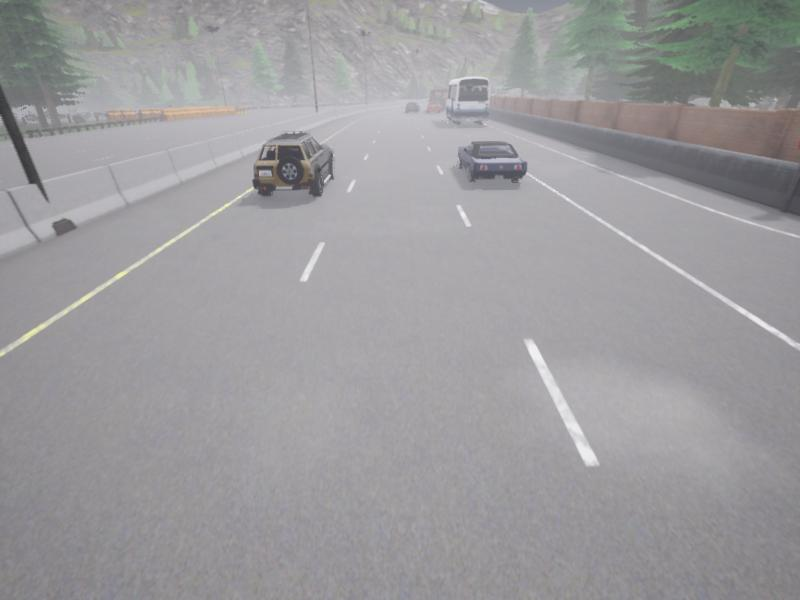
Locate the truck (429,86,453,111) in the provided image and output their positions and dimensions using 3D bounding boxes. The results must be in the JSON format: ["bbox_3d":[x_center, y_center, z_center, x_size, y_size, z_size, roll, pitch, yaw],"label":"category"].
[{"bbox_3d":[7.518,-36.376,72.240,2.891,3.827,8.468,6,28,12],"label":"truck"}]

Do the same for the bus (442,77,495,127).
[{"bbox_3d":[6.864,-21.048,42.321,3.944,4.253,10.273,0,28,1],"label":"bus"}]

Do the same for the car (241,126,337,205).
[{"bbox_3d":[-3.516,-4.785,13.772,1.932,1.855,4.605,0,28,0],"label":"car"}]

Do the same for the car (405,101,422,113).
[{"bbox_3d":[2.213,-31.490,65.298,2.033,1.649,4.856,4,28,9],"label":"car"}]

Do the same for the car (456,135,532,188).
[{"bbox_3d":[3.479,-5.596,15.844,1.895,1.301,4.718,0,27,0],"label":"car"}]

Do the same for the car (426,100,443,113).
[{"bbox_3d":[5.579,-31.110,64.358,2.097,1.767,4.553,4,28,9],"label":"car"}]
